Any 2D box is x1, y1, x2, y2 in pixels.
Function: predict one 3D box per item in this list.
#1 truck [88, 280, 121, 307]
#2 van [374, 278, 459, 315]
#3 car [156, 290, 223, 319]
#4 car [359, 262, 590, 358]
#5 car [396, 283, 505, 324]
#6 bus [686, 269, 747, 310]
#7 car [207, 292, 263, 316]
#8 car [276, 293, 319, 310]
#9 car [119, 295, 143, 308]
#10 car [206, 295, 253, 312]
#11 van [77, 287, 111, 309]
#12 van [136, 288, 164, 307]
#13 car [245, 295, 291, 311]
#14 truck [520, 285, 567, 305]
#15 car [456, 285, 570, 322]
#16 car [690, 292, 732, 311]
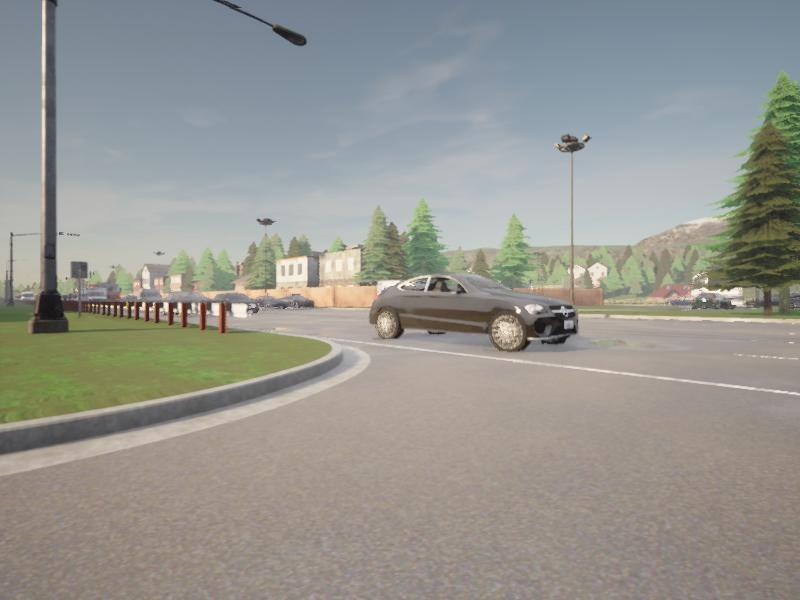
[{"bbox_3d":[-45.983,-0.957,62.090,2.891,3.827,8.468,0,0,-45],"label":"truck"},{"bbox_3d":[1.066,-0.225,29.690,2.351,2.431,6.366,0,0,-45],"label":"van"},{"bbox_3d":[-12.329,0.242,23.306,2.163,1.488,4.792,0,0,-45],"label":"car"},{"bbox_3d":[1.463,0.181,9.442,5.027,1.651,2.152,0,0,45],"label":"car"},{"bbox_3d":[2.224,0.156,18.604,2.242,1.667,4.611,0,0,-45],"label":"car"},{"bbox_3d":[36.835,-1.118,47.085,3.944,4.253,10.273,0,0,28],"label":"bus"},{"bbox_3d":[-11.326,0.235,27.261,1.837,1.490,4.892,0,0,-45],"label":"car"},{"bbox_3d":[-10.702,0.161,41.522,1.930,1.638,5.238,0,0,-45],"label":"car"},{"bbox_3d":[-33.085,0.204,49.130,1.845,1.501,3.633,0,0,-45],"label":"car"},{"bbox_3d":[-15.663,0.282,36.580,2.033,1.411,5.357,0,0,-45],"label":"car"},{"bbox_3d":[-36.327,-0.248,47.426,2.351,2.431,6.366,0,0,-45],"label":"van"},{"bbox_3d":[-35.176,-0.298,56.191,1.988,2.561,5.915,0,0,-45],"label":"van"},{"bbox_3d":[-12.796,0.283,38.662,2.033,1.411,5.357,0,0,-45],"label":"car"},{"bbox_3d":[28.808,-0.916,80.803,2.891,3.827,8.468,0,0,-45],"label":"truck"},{"bbox_3d":[5.550,0.172,20.225,1.930,1.638,5.238,0,0,-45],"label":"car"},{"bbox_3d":[30.423,0.107,39.040,4.553,1.767,2.097,0,0,-37],"label":"car"}]
